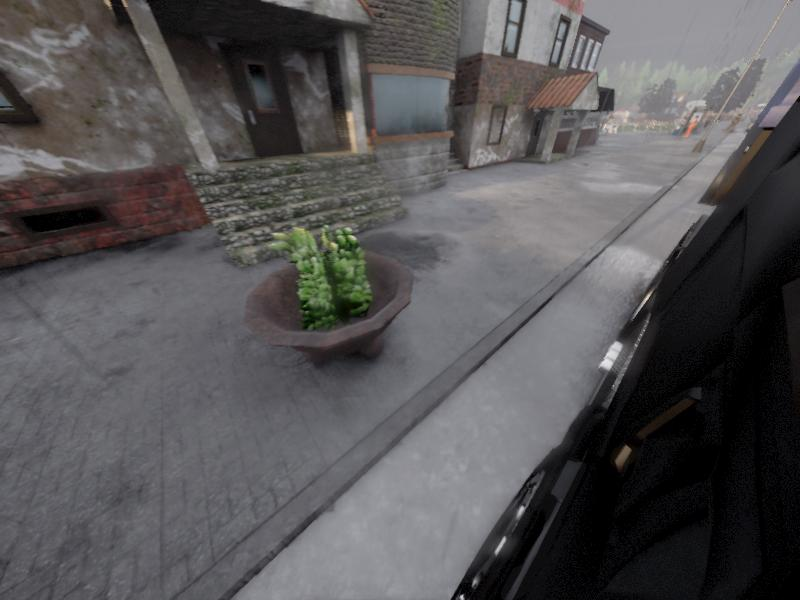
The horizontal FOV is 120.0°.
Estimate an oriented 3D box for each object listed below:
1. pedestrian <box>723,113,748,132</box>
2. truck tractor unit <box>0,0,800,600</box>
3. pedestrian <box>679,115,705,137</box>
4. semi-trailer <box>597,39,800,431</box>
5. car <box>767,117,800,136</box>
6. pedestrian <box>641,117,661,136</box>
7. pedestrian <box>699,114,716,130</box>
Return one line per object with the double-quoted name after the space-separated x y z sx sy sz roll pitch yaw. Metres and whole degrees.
41.583 -21.980 28.647 0.751 1.860 0.751 -16 39 -17 "pedestrian"
2.645 -0.295 0.352 6.516 4.208 3.053 -28 44 -30 "truck tractor unit"
31.348 -18.658 24.829 0.751 1.860 0.751 -9 37 -8 "pedestrian"
8.720 -3.586 4.212 14.254 4.402 2.717 -28 44 -30 "semi-trailer"
40.463 -17.007 22.611 2.128 1.511 4.902 5 38 11 "car"
31.294 -21.634 28.827 0.751 1.860 0.751 11 39 17 "pedestrian"
47.131 -27.294 35.383 0.751 1.860 0.751 -30 45 -31 "pedestrian"
